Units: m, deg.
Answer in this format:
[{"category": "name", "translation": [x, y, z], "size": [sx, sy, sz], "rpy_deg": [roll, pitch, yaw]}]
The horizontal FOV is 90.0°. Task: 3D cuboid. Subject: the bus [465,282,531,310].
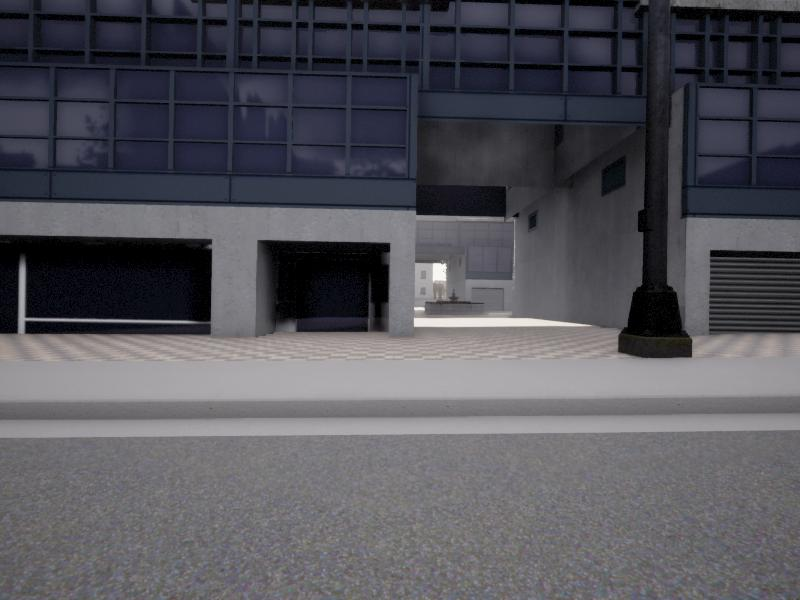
[{"category": "bus", "translation": [15.913, -0.618, 65.800], "size": [10.273, 4.253, 3.944], "rpy_deg": [1, 0, 9]}]
